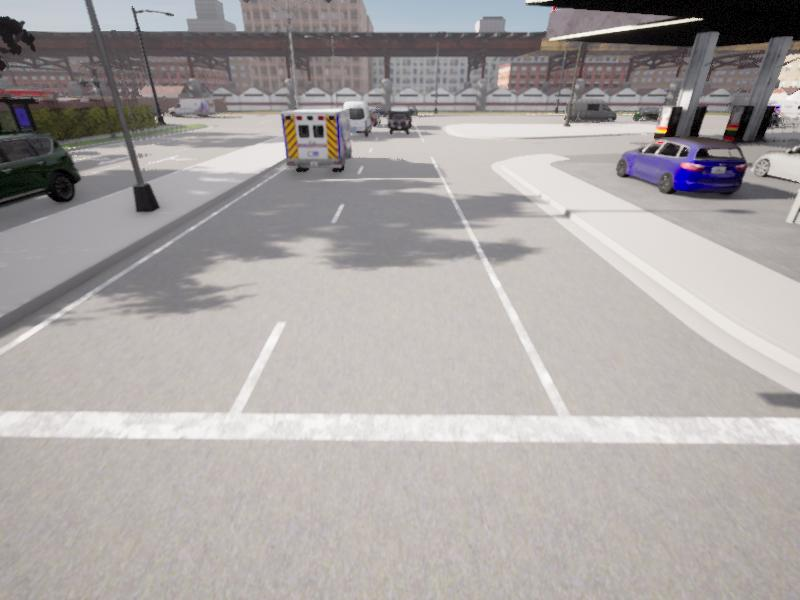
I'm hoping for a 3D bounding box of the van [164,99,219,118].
[{"bbox_3d":[-30.156,-27.758,58.011,6.366,2.431,2.351,0,27,0],"label":"van"}]

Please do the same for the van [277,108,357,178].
[{"bbox_3d":[-3.525,-7.536,18.663,2.351,2.431,6.366,0,27,0],"label":"van"}]

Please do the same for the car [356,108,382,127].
[{"bbox_3d":[-3.361,-20.199,44.225,2.152,1.651,5.027,2,27,4],"label":"car"}]

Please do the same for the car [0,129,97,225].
[{"bbox_3d":[-11.519,-3.330,10.865,2.150,2.045,5.566,0,27,0],"label":"car"}]

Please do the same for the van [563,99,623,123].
[{"bbox_3d":[23.307,-22.898,48.533,5.915,2.561,1.988,0,27,0],"label":"van"}]

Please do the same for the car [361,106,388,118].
[{"bbox_3d":[-3.642,-27.311,58.158,3.705,1.549,1.789,0,27,0],"label":"car"}]

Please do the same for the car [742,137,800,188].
[{"bbox_3d":[15.433,-5.092,14.859,1.970,1.475,3.806,0,27,0],"label":"car"}]

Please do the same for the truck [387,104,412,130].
[{"bbox_3d":[-0.014,-18.877,41.132,2.390,2.098,6.274,0,27,0],"label":"truck"}]

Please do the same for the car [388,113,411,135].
[{"bbox_3d":[-0.047,-15.508,35.186,1.845,1.501,3.633,0,27,0],"label":"car"}]

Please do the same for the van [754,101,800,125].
[{"bbox_3d":[45.482,-21.498,45.960,6.366,2.431,2.351,14,30,24],"label":"van"}]

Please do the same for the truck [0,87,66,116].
[{"bbox_3d":[-56.811,-30.182,60.785,8.468,3.827,2.891,1,27,0],"label":"truck"}]

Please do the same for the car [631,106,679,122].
[{"bbox_3d":[32.861,-24.070,51.651,4.553,1.767,2.097,1,27,2],"label":"car"}]

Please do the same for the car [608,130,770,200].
[{"bbox_3d":[9.689,-4.889,14.099,2.242,1.667,4.611,0,27,0],"label":"car"}]

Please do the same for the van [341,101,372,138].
[{"bbox_3d":[-3.540,-15.318,33.707,1.988,2.561,5.915,0,27,0],"label":"van"}]

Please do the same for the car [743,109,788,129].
[{"bbox_3d":[38.297,-18.972,41.894,5.238,1.638,1.930,-19,33,-32],"label":"car"}]
